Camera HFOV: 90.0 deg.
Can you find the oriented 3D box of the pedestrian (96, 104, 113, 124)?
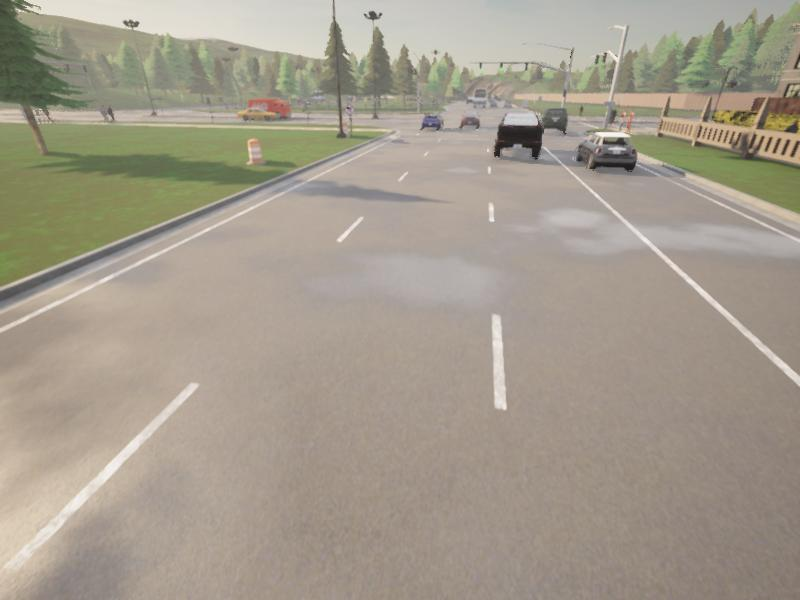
[{"bbox_3d":[-31.718,-19.988,42.948,0.751,1.860,0.751,7,28,14],"label":"pedestrian"}]

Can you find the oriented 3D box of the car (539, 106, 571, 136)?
[{"bbox_3d":[13.605,-15.834,35.160,2.150,2.045,5.566,8,29,17],"label":"car"}]

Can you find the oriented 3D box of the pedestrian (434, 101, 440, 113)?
[{"bbox_3d":[6.392,-33.385,69.049,0.751,1.860,0.751,6,28,12],"label":"pedestrian"}]

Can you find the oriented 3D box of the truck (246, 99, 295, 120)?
[{"bbox_3d":[-17.149,-25.378,53.168,5.204,2.467,2.627,5,28,10],"label":"truck"}]

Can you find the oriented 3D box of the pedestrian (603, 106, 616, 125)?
[{"bbox_3d":[22.794,-20.100,43.616,0.751,1.860,0.751,7,28,13],"label":"pedestrian"}]

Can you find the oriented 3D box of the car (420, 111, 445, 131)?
[{"bbox_3d":[3.190,-17.376,38.757,1.816,1.474,4.193,5,28,10],"label":"car"}]

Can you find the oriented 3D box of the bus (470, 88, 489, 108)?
[{"bbox_3d":[20.080,-50.913,100.887,3.944,4.253,10.273,5,28,10],"label":"bus"}]

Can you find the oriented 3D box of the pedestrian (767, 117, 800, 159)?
[{"bbox_3d":[19.308,-8.054,19.879,0.751,1.860,0.751,5,28,10],"label":"pedestrian"}]

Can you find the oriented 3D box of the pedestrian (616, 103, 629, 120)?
[{"bbox_3d":[27.506,-23.281,49.471,0.751,1.860,0.751,6,28,11],"label":"pedestrian"}]

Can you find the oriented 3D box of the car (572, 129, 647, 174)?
[{"bbox_3d":[9.578,-7.030,18.674,1.970,1.475,3.806,5,28,10],"label":"car"}]

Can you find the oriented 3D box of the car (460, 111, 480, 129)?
[{"bbox_3d":[7.251,-18.548,41.075,1.812,1.442,4.674,5,28,10],"label":"car"}]

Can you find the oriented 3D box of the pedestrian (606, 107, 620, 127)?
[{"bbox_3d":[22.219,-19.113,41.698,0.751,1.860,0.751,6,28,11],"label":"pedestrian"}]

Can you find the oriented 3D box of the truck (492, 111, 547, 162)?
[{"bbox_3d":[6.664,-9.393,22.578,2.390,2.098,6.274,7,28,13],"label":"truck"}]

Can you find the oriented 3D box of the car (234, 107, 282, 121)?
[{"bbox_3d":[-17.823,-23.411,50.317,5.366,1.575,1.801,5,28,10],"label":"car"}]

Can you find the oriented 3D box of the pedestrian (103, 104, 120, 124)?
[{"bbox_3d":[-30.778,-19.844,42.671,0.751,1.860,0.751,8,28,15],"label":"pedestrian"}]

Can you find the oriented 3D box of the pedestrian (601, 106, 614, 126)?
[{"bbox_3d":[22.126,-19.578,42.600,0.751,1.860,0.751,8,28,15],"label":"pedestrian"}]

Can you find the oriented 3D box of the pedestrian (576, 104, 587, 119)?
[{"bbox_3d":[24.835,-25.847,54.781,0.751,1.860,0.751,0,27,0],"label":"pedestrian"}]

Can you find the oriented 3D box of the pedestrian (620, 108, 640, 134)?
[{"bbox_3d":[18.610,-14.496,32.389,0.751,1.860,0.751,-5,28,-10],"label":"pedestrian"}]

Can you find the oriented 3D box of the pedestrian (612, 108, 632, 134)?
[{"bbox_3d":[17.866,-14.408,32.216,0.751,1.860,0.751,0,27,-1],"label":"pedestrian"}]
